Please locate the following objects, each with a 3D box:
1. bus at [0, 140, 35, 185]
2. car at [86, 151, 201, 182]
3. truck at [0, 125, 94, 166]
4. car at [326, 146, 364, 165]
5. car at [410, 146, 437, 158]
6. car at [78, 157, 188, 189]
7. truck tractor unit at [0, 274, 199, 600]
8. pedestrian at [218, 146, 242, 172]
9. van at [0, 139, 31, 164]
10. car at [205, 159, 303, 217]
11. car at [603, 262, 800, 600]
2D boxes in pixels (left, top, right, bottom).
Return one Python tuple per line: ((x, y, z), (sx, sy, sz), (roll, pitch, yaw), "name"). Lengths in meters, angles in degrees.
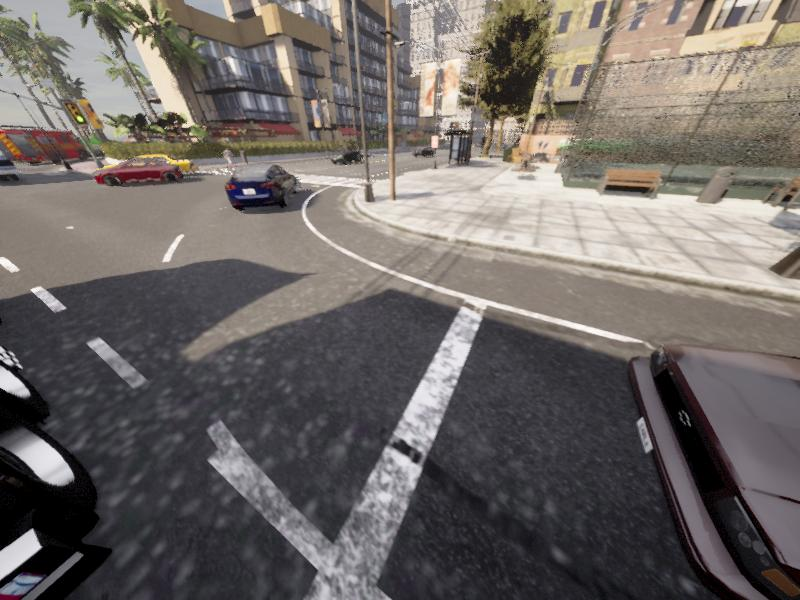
((-30.719, -10.453, 15.602), (10.273, 4.253, 3.944), (19, 40, 26), "bus")
((-18.460, -9.999, 17.158), (5.366, 1.575, 1.801), (-21, 40, -27), "car")
((-45.192, -19.924, 29.714), (2.891, 3.827, 8.468), (-16, 38, -20), "truck")
((-6.136, -16.396, 26.191), (1.851, 1.617, 3.988), (17, 38, 23), "car")
((3.592, -22.549, 35.108), (2.033, 1.411, 5.357), (17, 38, 23), "car")
((-16.475, -8.156, 14.679), (4.181, 1.385, 1.994), (-22, 40, -28), "car")
((-5.131, -0.280, 0.755), (6.516, 4.208, 3.053), (18, 39, 23), "truck tractor unit")
((-14.611, -12.136, 19.899), (0.751, 1.860, 0.751), (14, 37, 19), "pedestrian")
((-52.314, -18.926, 29.479), (1.988, 2.561, 5.915), (-12, 36, -15), "van")
((-5.859, -5.128, 10.125), (2.163, 1.488, 4.792), (-7, 35, -9), "car")
((4.325, 1.484, 0.608), (5.357, 1.411, 2.033), (17, 38, 23), "car")
